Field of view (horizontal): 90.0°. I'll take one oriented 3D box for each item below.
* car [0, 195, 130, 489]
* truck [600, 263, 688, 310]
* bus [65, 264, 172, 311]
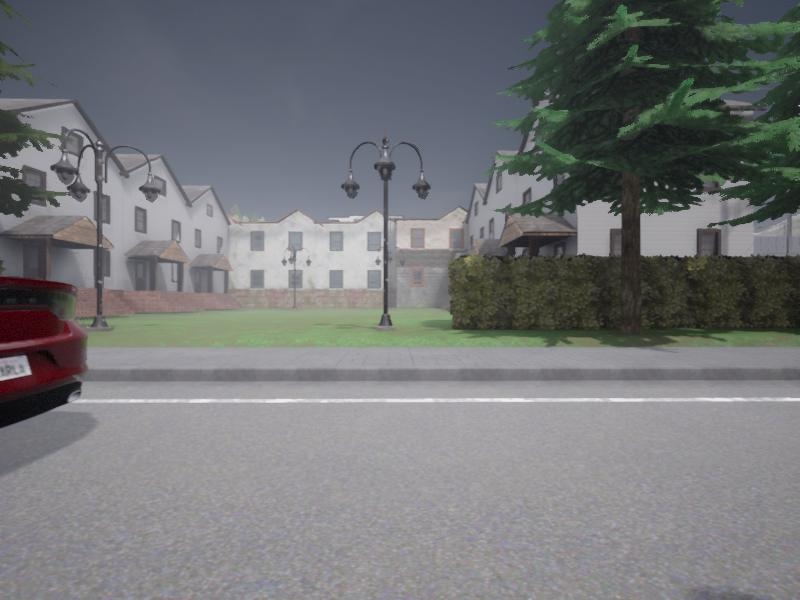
[{"bbox_3d":[-4.591,0.219,2.138,5.008,1.535,1.882,0,0,-1],"label":"car"},{"bbox_3d":[22.174,-1.096,37.120,2.891,3.827,8.468,0,0,-1],"label":"truck"},{"bbox_3d":[-28.515,-1.165,41.522,3.944,4.253,10.273,0,1,0],"label":"bus"}]
